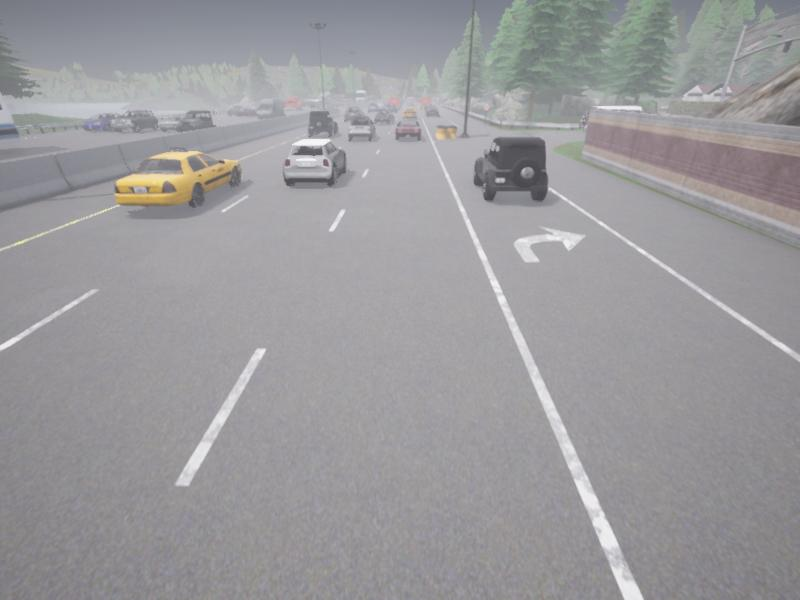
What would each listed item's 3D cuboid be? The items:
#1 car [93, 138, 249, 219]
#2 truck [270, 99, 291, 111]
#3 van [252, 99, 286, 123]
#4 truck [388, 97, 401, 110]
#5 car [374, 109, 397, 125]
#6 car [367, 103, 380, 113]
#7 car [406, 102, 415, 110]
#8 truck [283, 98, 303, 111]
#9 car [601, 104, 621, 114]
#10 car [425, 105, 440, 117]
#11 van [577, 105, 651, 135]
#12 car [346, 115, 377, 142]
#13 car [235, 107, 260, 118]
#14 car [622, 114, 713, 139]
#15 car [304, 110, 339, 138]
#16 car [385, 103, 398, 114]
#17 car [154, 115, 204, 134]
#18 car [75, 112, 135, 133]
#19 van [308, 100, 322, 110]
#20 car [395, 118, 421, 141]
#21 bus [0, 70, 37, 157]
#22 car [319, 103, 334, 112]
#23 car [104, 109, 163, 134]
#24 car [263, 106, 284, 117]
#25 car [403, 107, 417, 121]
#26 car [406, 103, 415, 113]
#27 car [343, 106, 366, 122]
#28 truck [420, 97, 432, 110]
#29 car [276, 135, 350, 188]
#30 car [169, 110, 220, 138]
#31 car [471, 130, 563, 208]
[{"bbox_3d":[-6.870,-4.132,12.954,1.801,1.575,5.366,1,27,1],"label":"car"},{"bbox_3d":[-25.741,-42.174,86.531,2.390,2.098,6.274,1,27,1],"label":"truck"},{"bbox_3d":[-16.290,-23.817,50.274,1.988,2.561,5.915,1,27,1],"label":"van"},{"bbox_3d":[-1.168,-43.503,88.696,2.627,2.467,5.204,1,27,1],"label":"truck"},{"bbox_3d":[-1.662,-21.173,46.209,1.845,1.501,3.633,5,27,11],"label":"car"},{"bbox_3d":[-5.028,-36.776,76.495,2.033,1.649,4.856,1,27,1],"label":"car"},{"bbox_3d":[2.428,-44.765,92.172,1.801,1.575,5.366,1,27,1],"label":"car"},{"bbox_3d":[-22.314,-41.037,83.908,2.627,2.467,5.204,1,27,1],"label":"truck"},{"bbox_3d":[37.676,-34.141,71.408,1.882,1.535,5.008,19,33,34],"label":"car"},{"bbox_3d":[5.092,-29.919,63.249,2.038,1.542,4.974,1,27,1],"label":"car"},{"bbox_3d":[17.115,-14.539,32.292,4.480,2.038,2.069,1,27,1],"label":"van"},{"bbox_3d":[-2.860,-13.119,30.435,1.851,1.617,3.988,1,27,1],"label":"car"},{"bbox_3d":[-22.998,-28.400,60.559,1.895,1.301,4.718,1,27,1],"label":"car"},{"bbox_3d":[19.419,-12.697,29.247,4.974,1.542,2.038,1,27,1],"label":"car"},{"bbox_3d":[-6.297,-14.407,32.637,1.905,1.878,3.866,1,27,1],"label":"car"},{"bbox_3d":[-1.572,-35.942,74.988,2.242,1.667,4.611,1,27,1],"label":"car"},{"bbox_3d":[-20.185,-16.228,36.849,1.895,1.301,4.718,1,27,1],"label":"car"},{"bbox_3d":[-27.179,-16.461,37.056,2.007,1.525,4.514,1,27,1],"label":"car"},{"bbox_3d":[-18.692,-42.975,88.162,2.069,2.038,4.480,1,27,1],"label":"van"},{"bbox_3d":[0.657,-13.308,31.141,1.895,1.301,4.718,1,27,1],"label":"car"},{"bbox_3d":[-24.070,-8.591,18.737,3.944,4.253,10.273,1,27,1],"label":"bus"},{"bbox_3d":[-15.316,-40.497,83.977,2.128,1.511,4.902,1,27,1],"label":"car"},{"bbox_3d":[-23.709,-16.070,35.913,1.932,1.855,4.605,1,26,1],"label":"car"},{"bbox_3d":[-19.460,-29.109,61.744,1.816,1.474,4.193,1,27,1],"label":"car"},{"bbox_3d":[1.333,-25.380,54.400,1.882,1.535,5.008,1,27,1],"label":"car"},{"bbox_3d":[2.039,-37.872,78.739,1.801,1.575,5.366,1,27,1],"label":"car"},{"bbox_3d":[-5.767,-23.692,50.972,2.242,1.667,4.611,1,27,1],"label":"car"},{"bbox_3d":[5.927,-45.143,91.885,2.627,2.467,5.204,1,27,1],"label":"truck"},{"bbox_3d":[-3.286,-5.586,15.898,1.970,1.475,3.806,1,27,1],"label":"car"},{"bbox_3d":[-16.793,-14.575,32.973,1.905,1.878,3.866,1,27,1],"label":"car"},{"bbox_3d":[3.646,-4.498,13.319,1.905,1.878,3.866,1,27,1],"label":"car"}]
